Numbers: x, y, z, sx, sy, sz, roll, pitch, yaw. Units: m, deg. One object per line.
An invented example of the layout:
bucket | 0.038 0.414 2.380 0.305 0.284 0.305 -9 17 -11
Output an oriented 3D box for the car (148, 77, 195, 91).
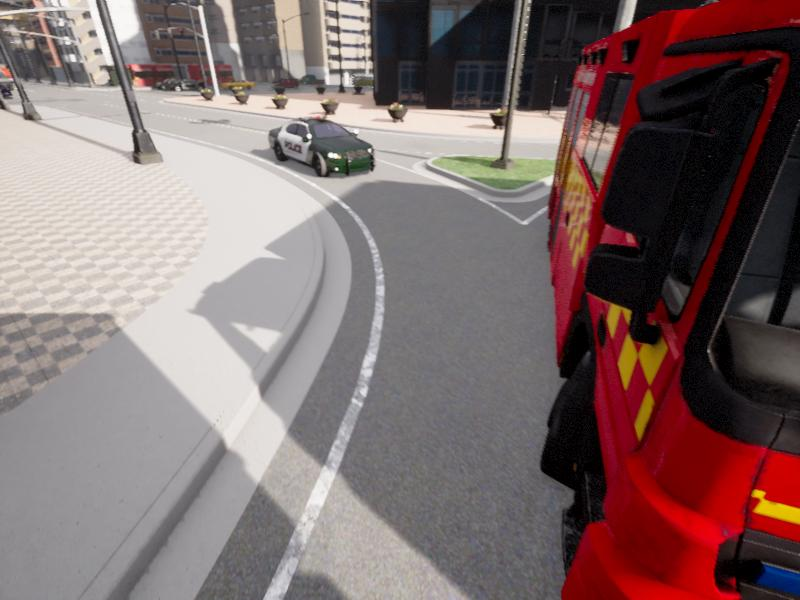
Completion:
car | -32.137 -30.483 56.433 1.930 1.638 5.238 23 37 33

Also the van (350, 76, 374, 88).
van | -7.268 -41.833 76.742 1.775 1.987 4.442 24 37 34

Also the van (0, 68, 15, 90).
van | -54.849 -30.111 54.434 5.915 2.561 1.988 24 38 35

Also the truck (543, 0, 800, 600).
truck | 3.454 -1.256 4.426 2.891 3.827 8.468 9 31 15

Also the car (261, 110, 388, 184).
car | -2.712 -5.417 13.751 2.038 1.542 4.974 -21 37 -33

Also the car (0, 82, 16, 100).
car | -40.044 -20.164 38.576 3.633 1.501 1.845 -6 31 -11

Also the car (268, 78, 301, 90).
car | -18.772 -35.294 65.241 2.033 1.649 4.856 24 37 34

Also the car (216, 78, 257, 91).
car | -24.291 -32.195 59.699 1.801 1.575 5.366 24 37 34

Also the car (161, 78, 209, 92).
car | -29.326 -29.409 54.638 1.930 1.638 5.238 24 37 34
